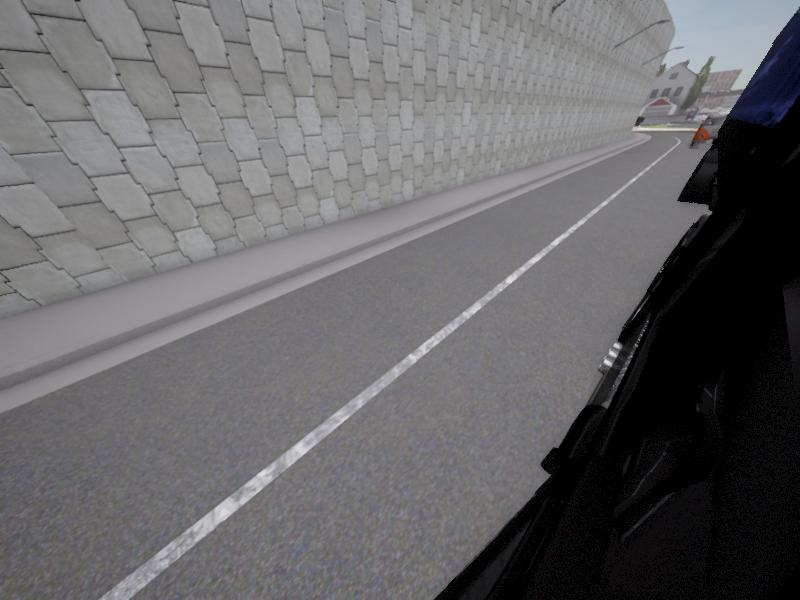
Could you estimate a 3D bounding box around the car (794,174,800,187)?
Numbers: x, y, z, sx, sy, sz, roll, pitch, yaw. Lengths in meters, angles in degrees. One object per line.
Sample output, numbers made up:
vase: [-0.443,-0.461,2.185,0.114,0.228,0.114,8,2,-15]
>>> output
car: [13.485,-3.528,6.194,4.974,1.542,2.038,-30,45,-32]

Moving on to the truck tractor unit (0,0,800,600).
truck tractor unit: [2.645,-0.295,0.351,6.516,4.208,3.053,-28,44,-30]

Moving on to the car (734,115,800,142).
car: [31.807,-14.882,19.992,2.242,1.667,4.611,26,46,33]

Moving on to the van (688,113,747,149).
van: [24.092,-12.964,17.691,4.442,1.987,1.775,-32,45,-33]

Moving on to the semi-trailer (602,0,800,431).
semi-trailer: [8.476,-3.755,4.424,14.254,4.402,2.717,-31,45,-32]
